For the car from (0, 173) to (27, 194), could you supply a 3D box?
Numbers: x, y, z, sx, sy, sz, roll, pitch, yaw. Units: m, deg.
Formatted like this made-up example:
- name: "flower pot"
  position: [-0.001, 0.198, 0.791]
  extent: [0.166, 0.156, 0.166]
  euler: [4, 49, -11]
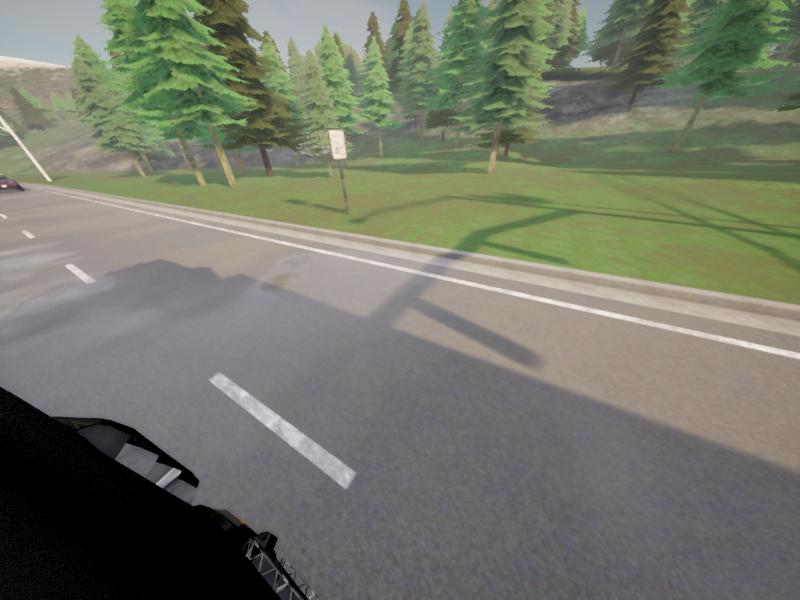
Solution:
- name: "car"
  position: [-38.246, -11.167, 22.097]
  extent: [4.193, 1.474, 1.816]
  euler: [16, 37, 25]
